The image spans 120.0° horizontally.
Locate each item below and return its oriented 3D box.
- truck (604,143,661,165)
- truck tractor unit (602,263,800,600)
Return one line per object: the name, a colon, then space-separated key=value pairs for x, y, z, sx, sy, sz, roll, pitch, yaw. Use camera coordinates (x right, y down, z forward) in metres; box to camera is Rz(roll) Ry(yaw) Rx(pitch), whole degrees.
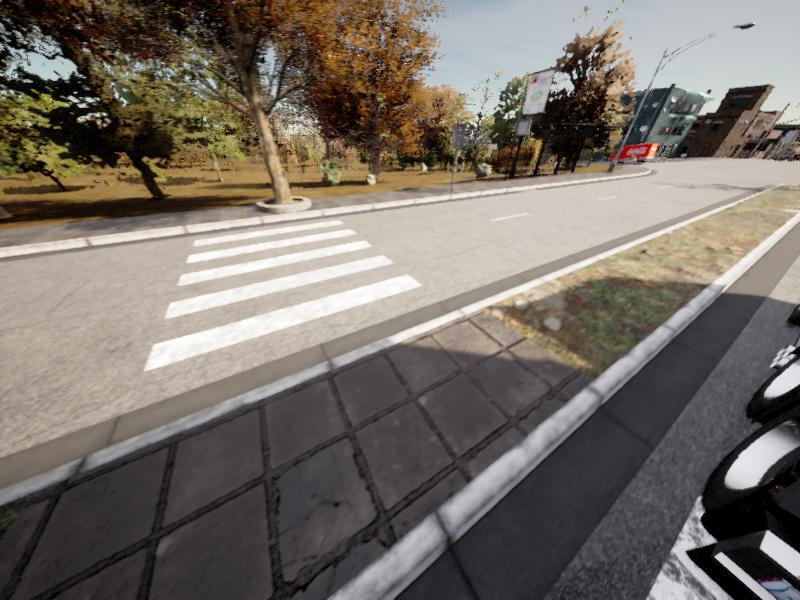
truck: x=36.457 y=-22.931 z=36.462 sx=2.627 sy=2.467 sz=5.204 roll=-17 pitch=31 yaw=-22
truck tractor unit: x=5.117 y=-0.291 z=0.793 sx=6.516 sy=4.208 sz=3.053 roll=-18 pitch=39 yaw=-24
